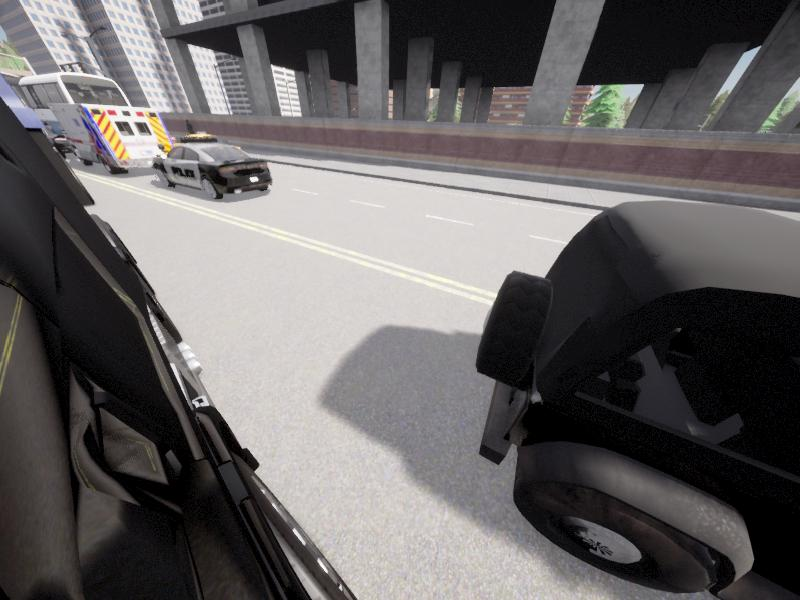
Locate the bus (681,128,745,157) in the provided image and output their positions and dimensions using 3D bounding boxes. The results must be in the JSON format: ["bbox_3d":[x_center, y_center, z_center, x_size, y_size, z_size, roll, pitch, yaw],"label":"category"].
[{"bbox_3d":[62.731,-32.064,46.886,3.944,4.253,10.273,23,41,25],"label":"bus"}]

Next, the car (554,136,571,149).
[{"bbox_3d":[29.369,-28.522,41.783,1.905,1.878,3.866,20,40,21],"label":"car"}]

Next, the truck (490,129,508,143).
[{"bbox_3d":[23.505,-38.793,54.717,2.615,2.467,5.204,20,40,21],"label":"truck"}]

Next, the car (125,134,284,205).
[{"bbox_3d":[-7.060,-4.938,8.435,5.238,1.638,1.930,19,40,22],"label":"car"}]

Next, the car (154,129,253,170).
[{"bbox_3d":[-11.396,-8.850,13.443,5.366,1.575,1.801,20,40,21],"label":"car"}]

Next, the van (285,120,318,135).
[{"bbox_3d":[-21.359,-37.714,50.721,2.351,2.431,6.366,20,40,22],"label":"van"}]

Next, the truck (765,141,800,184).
[{"bbox_3d":[30.282,-9.466,16.083,2.627,2.467,5.204,20,40,21],"label":"truck"}]

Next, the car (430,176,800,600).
[{"bbox_3d":[2.425,0.737,1.236,3.866,1.878,1.905,20,40,21],"label":"car"}]

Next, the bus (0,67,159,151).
[{"bbox_3d":[-25.391,-14.855,18.355,10.273,4.253,3.944,20,40,21],"label":"bus"}]

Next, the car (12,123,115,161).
[{"bbox_3d":[-20.214,-9.584,13.922,4.902,1.511,2.128,20,40,21],"label":"car"}]

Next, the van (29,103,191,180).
[{"bbox_3d":[-13.525,-7.569,10.886,6.366,2.431,2.351,20,40,21],"label":"van"}]

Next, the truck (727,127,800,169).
[{"bbox_3d":[46.963,-19.131,28.942,2.891,3.827,8.468,20,40,21],"label":"truck"}]

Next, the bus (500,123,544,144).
[{"bbox_3d":[35.116,-48.137,66.728,10.273,4.253,3.944,20,40,21],"label":"bus"}]

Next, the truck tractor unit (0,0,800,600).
[{"bbox_3d":[-2.645,-0.295,0.351,6.516,4.208,3.053,28,44,30],"label":"truck tractor unit"}]

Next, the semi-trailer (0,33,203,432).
[{"bbox_3d":[-8.778,-3.551,4.147,14.254,4.402,2.717,27,43,29],"label":"semi-trailer"}]

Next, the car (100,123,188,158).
[{"bbox_3d":[-17.606,-11.105,15.990,4.611,1.667,2.242,20,40,21],"label":"car"}]

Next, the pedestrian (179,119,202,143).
[{"bbox_3d":[-20.540,-16.577,22.671,0.751,1.860,0.751,20,40,22],"label":"pedestrian"}]

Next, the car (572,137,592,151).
[{"bbox_3d":[31.945,-27.597,40.708,1.905,1.878,3.866,20,40,21],"label":"car"}]
